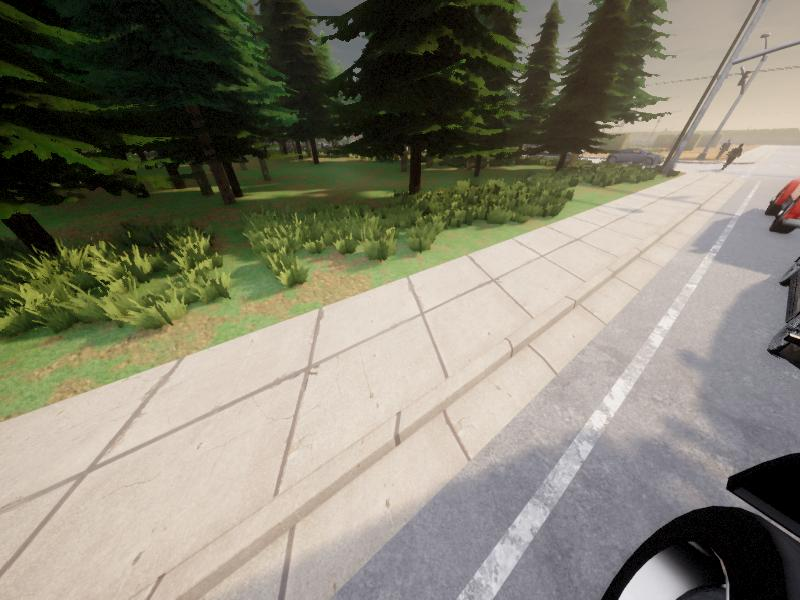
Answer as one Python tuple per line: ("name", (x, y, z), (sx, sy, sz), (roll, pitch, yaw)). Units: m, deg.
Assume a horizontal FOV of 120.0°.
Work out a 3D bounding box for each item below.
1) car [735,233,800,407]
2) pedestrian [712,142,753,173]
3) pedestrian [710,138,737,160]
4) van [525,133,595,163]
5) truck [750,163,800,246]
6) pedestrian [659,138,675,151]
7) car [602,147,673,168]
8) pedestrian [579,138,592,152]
("car", (6.440, -0.039, 2.634), (4.902, 1.511, 2.128), (-22, 41, -28))
("pedestrian", (24.628, -10.583, 17.148), (0.751, 1.860, 0.751), (-12, 37, -16))
("pedestrian", (33.565, -15.655, 23.999), (0.751, 1.860, 0.751), (22, 41, 28))
("van", (18.105, -17.636, 26.661), (1.988, 2.561, 5.915), (-22, 41, -28))
("truck", (12.429, -3.013, 5.960), (5.204, 2.467, 2.627), (-23, 41, -28))
("pedestrian", (45.021, -26.290, 39.009), (0.751, 1.860, 0.751), (1, 35, 1))
("car", (22.404, -13.635, 21.978), (1.994, 1.385, 4.181), (-22, 41, -28))
("pedestrian", (29.217, -24.401, 36.434), (0.751, 1.860, 0.751), (-8, 36, -10))
